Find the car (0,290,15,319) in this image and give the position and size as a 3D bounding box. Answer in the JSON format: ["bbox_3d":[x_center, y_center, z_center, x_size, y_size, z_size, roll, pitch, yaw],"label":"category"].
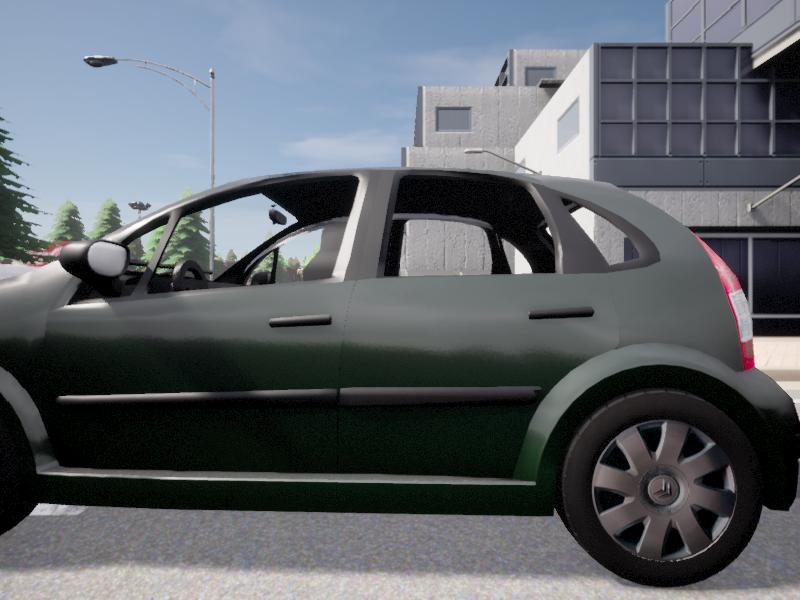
[{"bbox_3d":[-21.597,0.225,19.147,2.007,1.525,4.514,0,0,1],"label":"car"}]

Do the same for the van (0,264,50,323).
[{"bbox_3d":[-18.134,-0.281,16.611,1.988,2.561,5.915,0,0,1],"label":"van"}]

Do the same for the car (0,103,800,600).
[{"bbox_3d":[-0.480,0.188,2.251,3.988,1.617,1.851,0,0,2],"label":"car"}]
